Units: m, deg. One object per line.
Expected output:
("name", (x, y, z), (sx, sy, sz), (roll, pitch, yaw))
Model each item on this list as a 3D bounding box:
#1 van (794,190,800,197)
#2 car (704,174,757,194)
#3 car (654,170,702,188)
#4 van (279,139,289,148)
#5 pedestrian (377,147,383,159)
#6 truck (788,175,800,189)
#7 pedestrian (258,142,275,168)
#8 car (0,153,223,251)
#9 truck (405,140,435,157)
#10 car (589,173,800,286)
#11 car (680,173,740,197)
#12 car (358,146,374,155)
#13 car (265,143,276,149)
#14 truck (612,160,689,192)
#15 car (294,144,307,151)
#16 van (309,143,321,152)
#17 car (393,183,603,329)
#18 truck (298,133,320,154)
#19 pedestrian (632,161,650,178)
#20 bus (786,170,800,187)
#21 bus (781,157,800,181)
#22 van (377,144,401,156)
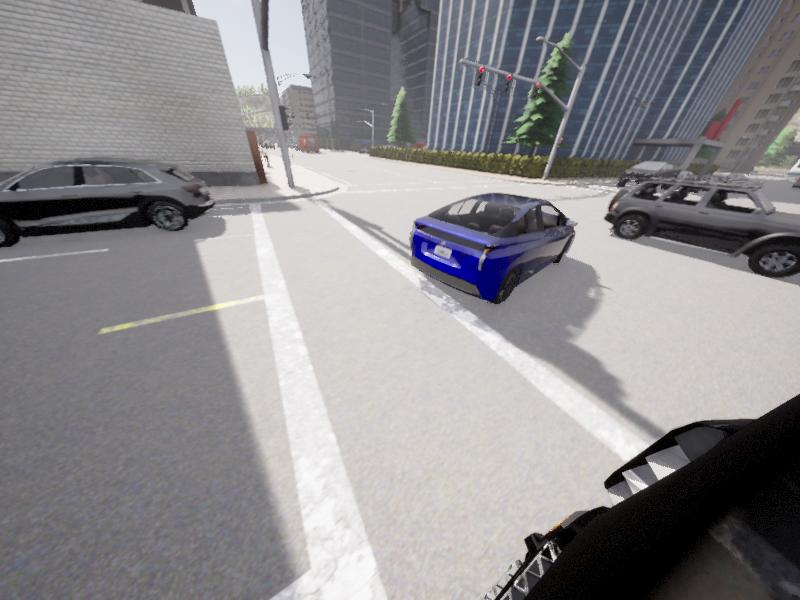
("van", (39.863, -10.596, 20.851), (5.915, 2.561, 1.988), (-8, 35, -17))
("car", (31.737, -11.223, 22.193), (4.181, 1.385, 1.994), (-16, 38, -27))
("car", (29.197, -12.770, 24.247), (4.674, 1.442, 1.812), (-16, 38, -26))
("van", (-43.875, -59.201, 87.386), (2.351, 2.431, 6.366), (-16, 38, -26))
("pedestrian", (-3.792, -28.147, 44.111), (0.751, 1.860, 0.751), (-16, 38, -26))
("truck", (51.829, -15.049, 28.582), (5.204, 2.467, 2.627), (-15, 38, -26))
("pedestrian", (-11.622, -12.600, 20.079), (0.751, 1.860, 0.751), (-19, 39, -29))
("car", (-7.674, -2.600, 5.781), (4.856, 1.649, 2.033), (-17, 39, -27))
("truck", (5.948, -45.560, 69.643), (8.468, 3.827, 2.891), (-16, 38, -26))
("car", (8.784, -2.317, 6.515), (1.932, 1.855, 4.605), (-16, 37, -26))
("car", (25.673, -9.568, 19.114), (4.193, 1.474, 1.816), (-16, 38, -26))
("car", (-9.600, -42.557, 65.635), (3.866, 1.878, 1.905), (-16, 38, -26))
("car", (-37.265, -44.343, 66.491), (2.033, 1.411, 5.357), (-16, 38, -26))
("truck", (22.393, -11.140, 20.649), (6.274, 2.098, 2.390), (-16, 38, -26))
("car", (-28.019, -42.859, 65.011), (2.033, 1.411, 5.357), (-16, 38, -26))
("van", (-23.744, -42.736, 64.607), (2.069, 2.038, 4.480), (-16, 38, -26))
("car", (2.225, -1.413, 4.923), (4.514, 1.525, 2.007), (-25, 43, -36))
("truck", (-22.156, -38.050, 56.059), (2.891, 3.827, 8.468), (-16, 38, -26))
("pedestrian", (31.945, -17.327, 30.631), (0.751, 1.860, 0.751), (-11, 36, -21))
("bus", (60.128, -18.171, 32.348), (10.273, 4.253, 3.944), (-16, 38, -26))
("bus", (85.073, -25.182, 45.019), (3.944, 4.253, 10.273), (-16, 38, -26))
("van", (-3.118, -42.404, 65.407), (6.366, 2.431, 2.351), (-16, 38, -26))
